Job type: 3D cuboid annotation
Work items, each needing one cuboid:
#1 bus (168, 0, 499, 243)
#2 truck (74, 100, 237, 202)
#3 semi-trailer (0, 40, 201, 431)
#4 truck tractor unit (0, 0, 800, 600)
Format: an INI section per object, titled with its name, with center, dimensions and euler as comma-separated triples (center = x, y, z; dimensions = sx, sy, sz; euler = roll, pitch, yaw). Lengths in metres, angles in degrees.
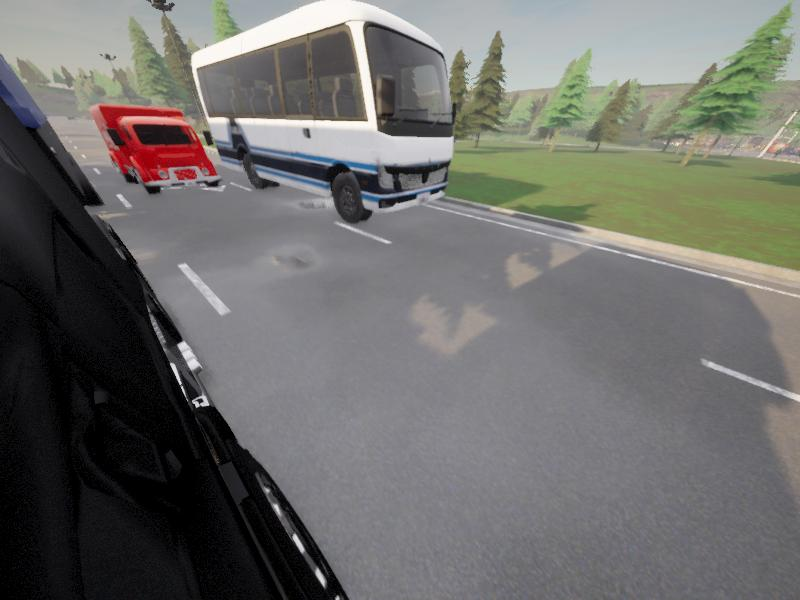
[bus]
center = -2.960, -5.983, 7.999
dimensions = 10.273, 4.253, 3.944
euler = 28, 43, 30
[truck]
center = -9.161, -5.713, 8.733
dimensions = 5.204, 2.467, 2.627
euler = 28, 43, 30
[semi-trailer]
center = -8.699, -3.589, 4.249
dimensions = 14.254, 4.402, 2.717
euler = 28, 43, 30
[truck tractor unit]
center = -2.645, -0.295, 0.352
dimensions = 6.516, 4.208, 3.053
euler = 28, 44, 30
